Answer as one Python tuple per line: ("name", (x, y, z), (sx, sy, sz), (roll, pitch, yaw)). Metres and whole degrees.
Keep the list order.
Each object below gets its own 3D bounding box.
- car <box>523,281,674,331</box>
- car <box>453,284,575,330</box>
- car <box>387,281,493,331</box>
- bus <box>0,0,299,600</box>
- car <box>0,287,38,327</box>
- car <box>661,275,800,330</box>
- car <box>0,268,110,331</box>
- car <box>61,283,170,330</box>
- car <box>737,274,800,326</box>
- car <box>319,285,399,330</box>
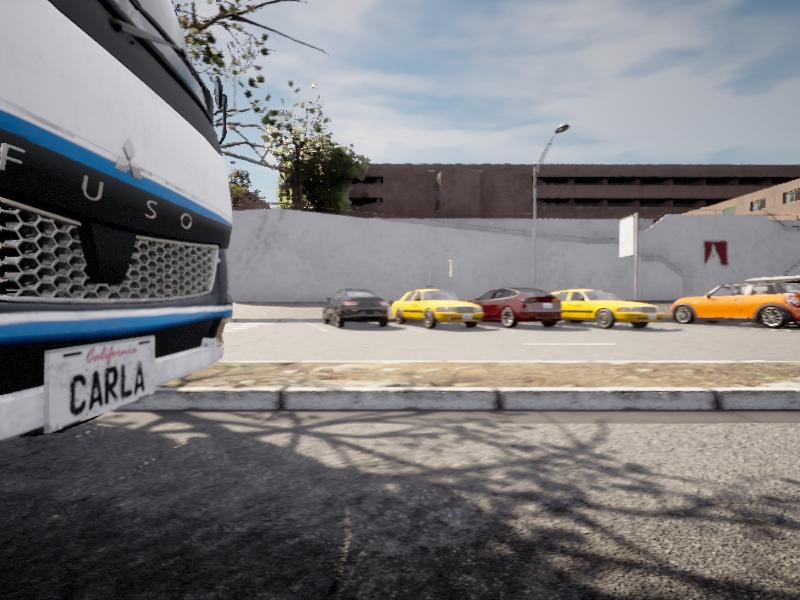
("car", (7.224, 0.235, 15.410), (1.946, 1.575, 5.366), (1, -1, -20))
("car", (4.162, 0.268, 15.611), (2.163, 1.488, 4.792), (0, -1, -20))
("car", (1.258, 0.231, 15.413), (1.946, 1.575, 5.366), (0, -1, -20))
("bus", (-6.100, -1.124, 1.823), (10.273, 4.253, 3.944), (0, 0, 0))
("car", (-16.697, 0.281, 15.600), (2.097, 1.535, 5.008), (0, -1, -20))
("car", (13.134, 0.113, 15.554), (2.185, 1.767, 4.553), (0, -1, -20))
("car", (-13.734, 0.016, 15.623), (2.435, 2.045, 5.566), (0, -1, -20))
("car", (-10.731, 0.258, 15.602), (2.231, 1.521, 4.892), (0, -1, -20))
("car", (16.161, 0.007, 15.475), (1.878, 1.987, 4.442), (1, -1, -20))
("car", (-1.791, 0.278, 15.584), (2.002, 1.452, 4.674), (0, -1, -20))
